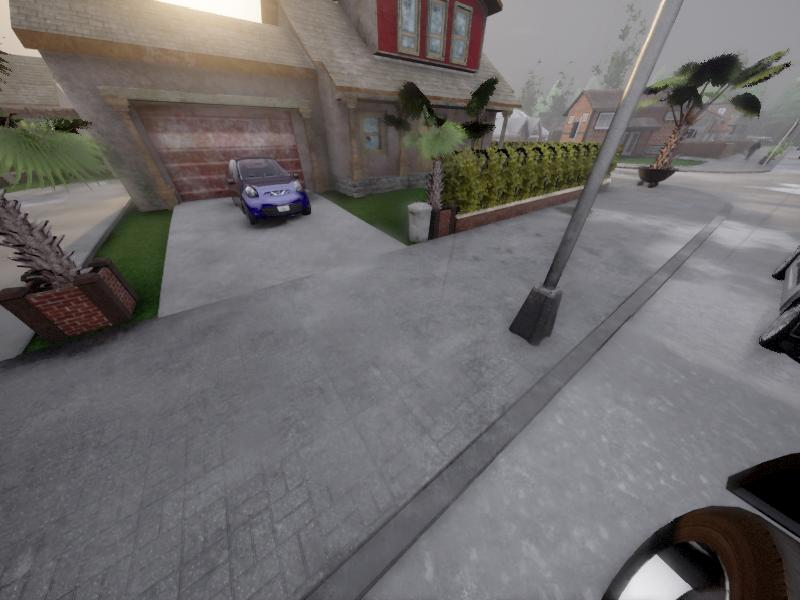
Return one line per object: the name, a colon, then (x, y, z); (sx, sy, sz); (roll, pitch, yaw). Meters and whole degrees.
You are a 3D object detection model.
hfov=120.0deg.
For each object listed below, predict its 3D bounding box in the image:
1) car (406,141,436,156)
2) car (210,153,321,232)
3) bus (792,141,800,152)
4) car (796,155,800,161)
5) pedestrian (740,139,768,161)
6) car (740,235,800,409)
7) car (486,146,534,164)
car: (3.115, -23.345, 35.469); (2.097, 1.767, 4.553); (-22, 41, -28)
car: (-4.138, -3.475, 7.009); (1.845, 1.501, 3.633); (-24, 42, -30)
bus: (73.500, -28.387, 40.053); (10.273, 4.253, 3.944); (-22, 41, -28)
car: (46.363, -16.361, 25.438); (5.027, 1.651, 2.152); (-22, 41, -28)
pedestrian: (36.277, -15.403, 23.713); (0.751, 1.860, 0.751); (-25, 42, -31)
car: (6.545, -0.168, 2.712); (5.238, 1.638, 1.930); (-22, 41, -28)
car: (11.907, -15.957, 25.299); (1.994, 1.385, 4.181); (-22, 41, -28)
